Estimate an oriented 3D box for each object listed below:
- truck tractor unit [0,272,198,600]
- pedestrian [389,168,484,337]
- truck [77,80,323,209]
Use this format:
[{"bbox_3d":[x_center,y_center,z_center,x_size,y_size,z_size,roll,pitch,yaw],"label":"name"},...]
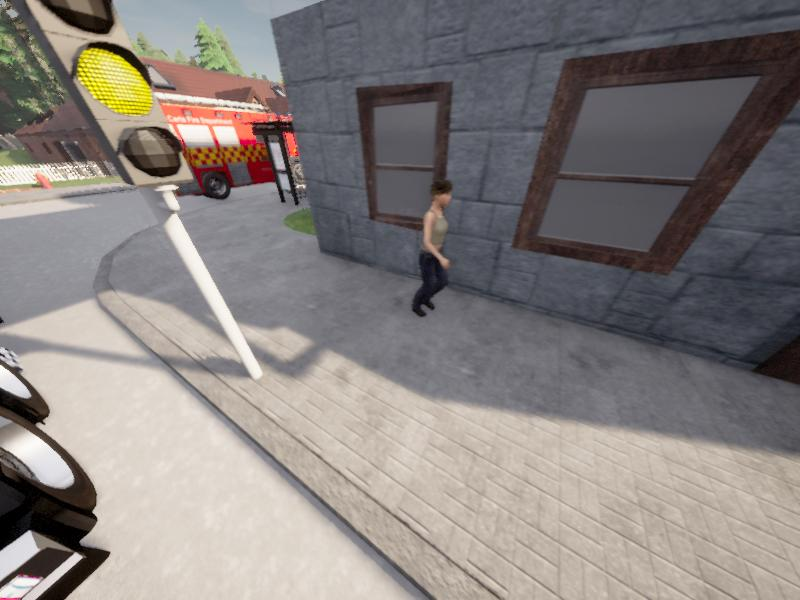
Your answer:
[{"bbox_3d":[-5.133,-0.276,0.771,6.516,4.208,3.053,17,39,24],"label":"truck tractor unit"},{"bbox_3d":[0.408,-0.563,2.934,0.751,1.860,0.751,18,39,24],"label":"pedestrian"},{"bbox_3d":[-8.364,-7.827,11.937,2.891,3.827,8.468,16,38,22],"label":"truck"}]
